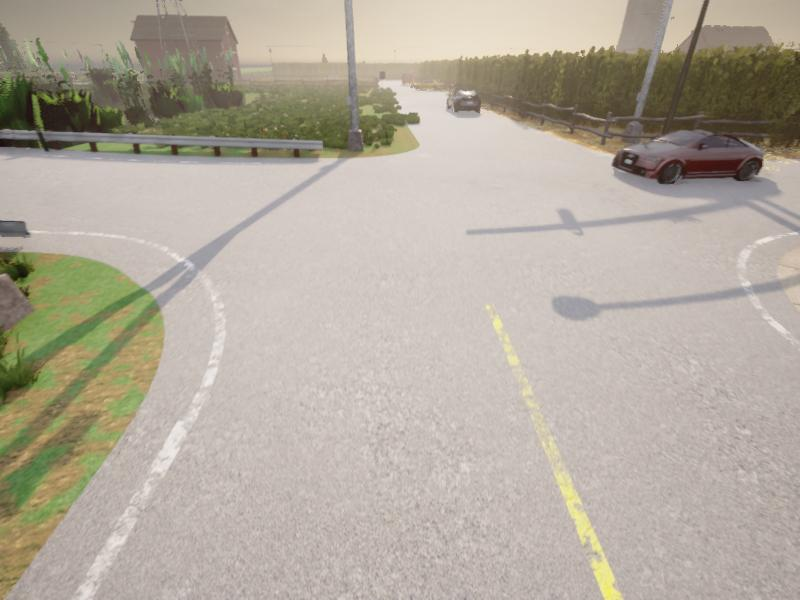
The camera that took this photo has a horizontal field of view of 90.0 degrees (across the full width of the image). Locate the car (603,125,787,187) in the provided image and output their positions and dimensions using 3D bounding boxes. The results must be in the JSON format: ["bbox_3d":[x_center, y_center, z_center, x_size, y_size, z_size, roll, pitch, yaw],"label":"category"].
[{"bbox_3d":[9.087,-4.596,12.605,4.181,1.385,1.994,-4,31,-7],"label":"car"}]

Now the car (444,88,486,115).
[{"bbox_3d":[4.934,-15.470,31.057,2.163,1.488,4.792,-2,30,-3],"label":"car"}]

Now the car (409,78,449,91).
[{"bbox_3d":[4.154,-30.761,57.087,5.366,1.575,1.801,15,33,24],"label":"car"}]

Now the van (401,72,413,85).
[{"bbox_3d":[1.331,-41.160,74.436,1.775,1.987,4.442,-2,30,-4],"label":"van"}]
